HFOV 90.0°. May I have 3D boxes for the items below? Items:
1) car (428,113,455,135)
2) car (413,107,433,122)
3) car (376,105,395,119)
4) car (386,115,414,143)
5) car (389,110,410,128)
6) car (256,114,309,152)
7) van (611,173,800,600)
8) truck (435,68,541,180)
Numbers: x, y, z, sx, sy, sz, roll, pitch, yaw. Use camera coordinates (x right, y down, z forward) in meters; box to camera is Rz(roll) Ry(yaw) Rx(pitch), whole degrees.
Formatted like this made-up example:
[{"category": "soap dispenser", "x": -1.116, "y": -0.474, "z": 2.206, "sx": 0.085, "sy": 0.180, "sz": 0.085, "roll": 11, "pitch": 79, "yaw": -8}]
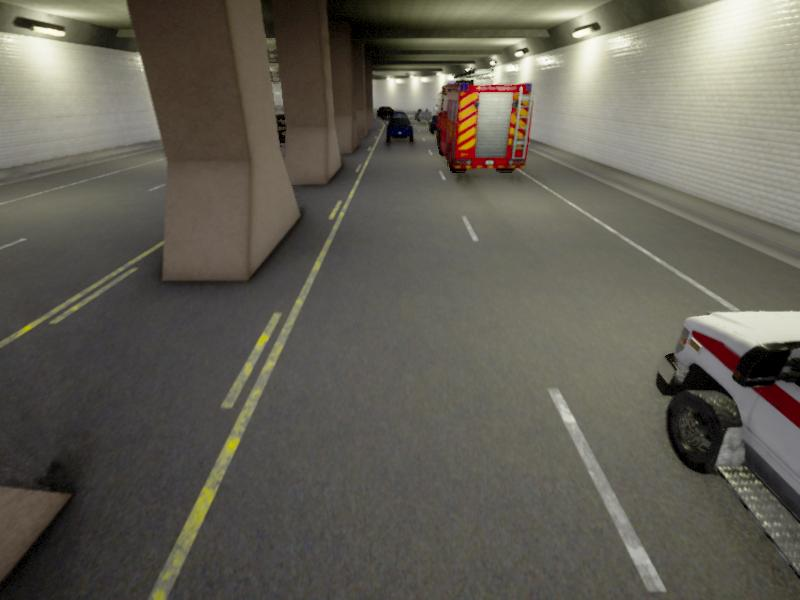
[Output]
[{"category": "car", "x": 3.488, "y": -15.302, "z": 34.654, "sx": 1.812, "sy": 1.442, "sz": 4.674, "roll": 0, "pitch": 27, "yaw": 0}, {"category": "car", "x": 2.742, "y": -22.250, "z": 48.020, "sx": 1.845, "sy": 1.501, "sz": 3.633, "roll": -3, "pitch": 27, "yaw": -5}, {"category": "car", "x": -2.065, "y": -26.010, "z": 55.303, "sx": 1.882, "sy": 1.535, "sz": 5.008, "roll": -5, "pitch": 28, "yaw": -10}, {"category": "car", "x": -0.004, "y": -12.723, "z": 29.558, "sx": 1.882, "sy": 1.535, "sz": 5.008, "roll": 0, "pitch": 27, "yaw": 0}, {"category": "car", "x": -0.127, "y": -18.632, "z": 41.164, "sx": 2.033, "sy": 1.411, "sz": 5.357, "roll": -1, "pitch": 27, "yaw": -2}, {"category": "car", "x": -7.007, "y": -10.219, "z": 24.325, "sx": 1.905, "sy": 1.878, "sz": 3.866, "roll": 0, "pitch": 27, "yaw": 0}, {"category": "van", "x": 3.502, "y": 1.503, "z": 1.022, "sx": 2.351, "sy": 2.431, "sz": 6.366, "roll": 0, "pitch": 27, "yaw": 0}, {"category": "truck", "x": 3.504, "y": -8.389, "z": 18.666, "sx": 2.891, "sy": 3.827, "sz": 8.468, "roll": 0, "pitch": 27, "yaw": 0}]
